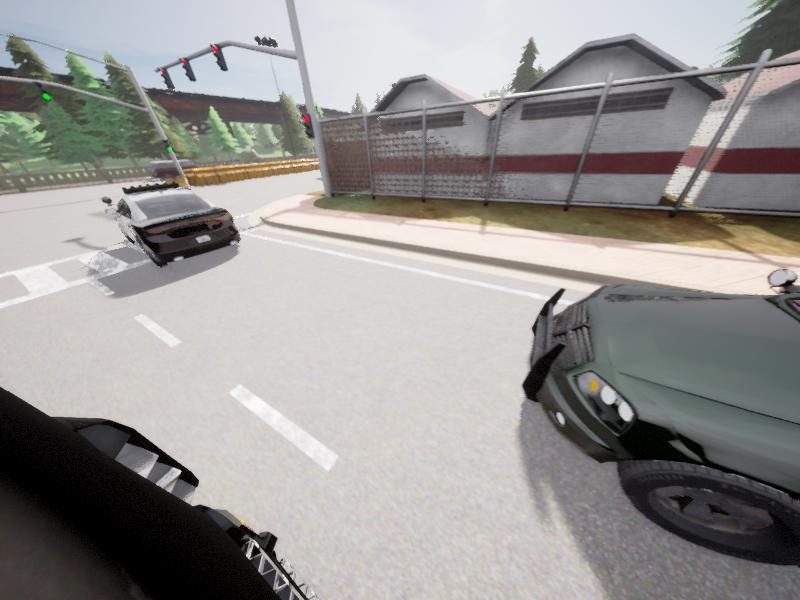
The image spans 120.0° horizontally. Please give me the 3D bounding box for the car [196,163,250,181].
[{"bbox_3d":[-19.818,-14.505,26.056,1.994,1.385,4.181,15,38,25],"label":"car"}]

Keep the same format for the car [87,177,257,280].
[{"bbox_3d":[-6.585,-2.374,6.558,5.238,1.638,1.930,21,41,32],"label":"car"}]

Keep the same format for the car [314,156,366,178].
[{"bbox_3d":[-5.737,-13.266,22.934,2.128,1.511,4.902,15,38,25],"label":"car"}]

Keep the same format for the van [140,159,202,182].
[{"bbox_3d":[-26.919,-15.384,27.390,1.775,1.987,4.442,15,38,25],"label":"van"}]

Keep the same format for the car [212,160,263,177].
[{"bbox_3d":[-21.060,-17.327,30.259,2.128,1.511,4.902,15,38,25],"label":"car"}]

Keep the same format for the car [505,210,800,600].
[{"bbox_3d":[3.494,0.781,1.113,4.974,1.542,2.038,16,38,26],"label":"car"}]
